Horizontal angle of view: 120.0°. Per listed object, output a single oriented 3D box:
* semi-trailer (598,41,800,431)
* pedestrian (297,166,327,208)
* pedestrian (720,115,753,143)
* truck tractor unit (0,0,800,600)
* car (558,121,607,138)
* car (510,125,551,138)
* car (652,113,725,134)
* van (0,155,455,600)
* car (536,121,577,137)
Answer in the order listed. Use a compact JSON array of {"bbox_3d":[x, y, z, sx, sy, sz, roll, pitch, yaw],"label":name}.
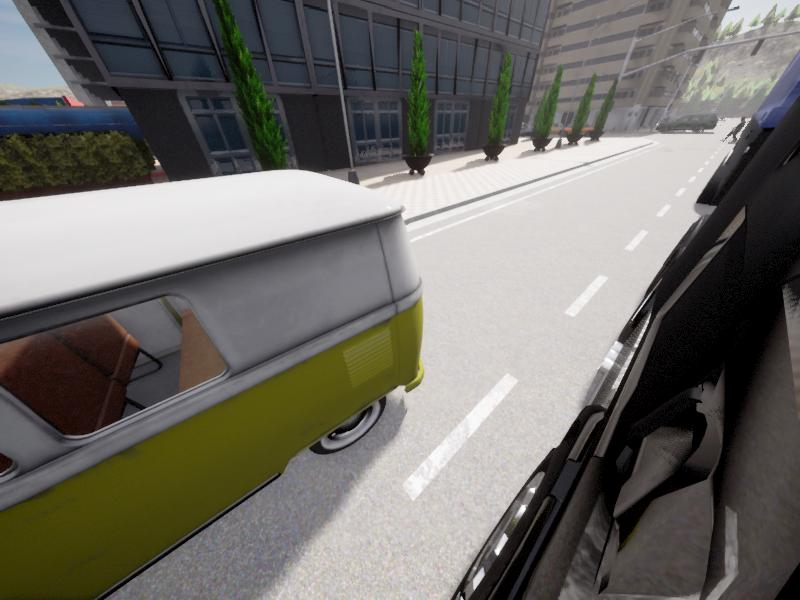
[{"bbox_3d":[8.682,-3.618,4.240,14.254,4.402,2.717,-28,44,-30],"label":"semi-trailer"},{"bbox_3d":[-2.863,-3.685,7.532,0.500,1.100,0.500,-30,45,-32],"label":"pedestrian"},{"bbox_3d":[28.192,-14.313,19.376,0.751,1.860,0.751,-27,43,-29],"label":"pedestrian"},{"bbox_3d":[2.645,-0.295,0.351,6.516,4.208,3.053,-28,44,-30],"label":"truck tractor unit"},{"bbox_3d":[24.594,-23.086,31.347,2.097,1.767,4.553,-28,43,-29],"label":"car"},{"bbox_3d":[20.172,-26.048,35.819,2.128,1.511,4.902,-28,44,-30],"label":"car"},{"bbox_3d":[38.323,-23.553,30.896,2.150,2.045,5.566,-28,43,-30],"label":"car"},{"bbox_3d":[-2.009,0.609,1.298,4.442,1.987,1.775,-25,42,-27],"label":"van"},{"bbox_3d":[24.288,-26.626,36.026,1.932,1.855,4.605,-28,44,-30],"label":"car"}]
